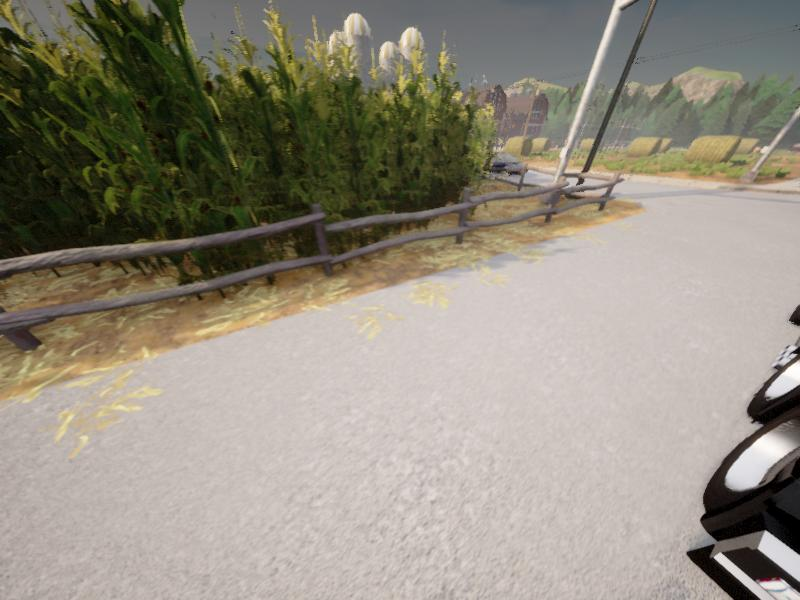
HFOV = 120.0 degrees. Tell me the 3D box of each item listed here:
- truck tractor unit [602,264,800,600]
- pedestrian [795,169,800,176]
[{"bbox_3d":[5.109,-0.302,0.786,6.516,4.208,3.053,-18,39,-24],"label":"truck tractor unit"},{"bbox_3d":[29.893,-9.904,16.500,0.751,1.860,0.751,-12,37,-17],"label":"pedestrian"}]
